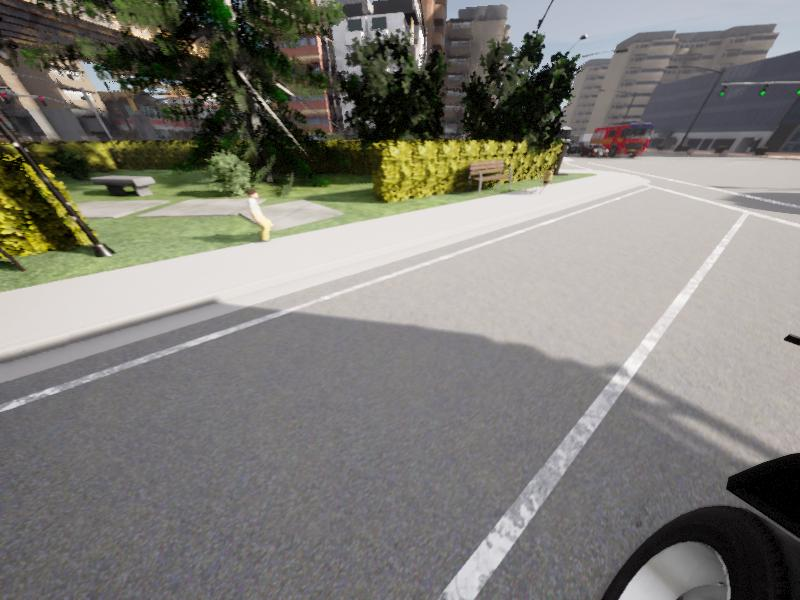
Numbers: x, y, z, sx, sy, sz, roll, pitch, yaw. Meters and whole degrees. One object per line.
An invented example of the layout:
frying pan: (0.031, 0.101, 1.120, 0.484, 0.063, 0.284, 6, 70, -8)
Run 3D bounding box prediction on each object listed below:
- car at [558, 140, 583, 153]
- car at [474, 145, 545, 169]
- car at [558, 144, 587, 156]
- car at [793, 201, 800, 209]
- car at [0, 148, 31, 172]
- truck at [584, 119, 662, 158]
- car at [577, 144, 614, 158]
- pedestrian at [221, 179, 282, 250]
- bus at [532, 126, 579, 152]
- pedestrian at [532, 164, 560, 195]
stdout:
car: (31.859, -28.791, 43.315, 1.905, 1.878, 3.866, 5, 35, 8)
car: (9.216, -12.453, 20.066, 5.027, 1.651, 2.152, 6, 36, 9)
car: (26.744, -23.403, 35.940, 1.994, 1.385, 4.181, 6, 35, 9)
car: (17.611, -4.474, 8.297, 5.566, 2.045, 2.150, -17, 38, -22)
car: (-35.150, -11.220, 18.712, 2.152, 1.651, 5.027, 6, 36, 9)
truck: (29.360, -21.659, 31.235, 2.891, 3.827, 8.468, 6, 35, 8)
car: (25.463, -19.540, 30.251, 1.970, 1.475, 3.806, 6, 35, 9)
pedestrian: (-3.357, -1.978, 5.316, 0.751, 1.300, 0.751, -18, 39, -24)
bus: (33.600, -35.301, 50.730, 3.944, 4.253, 10.273, 3, 35, 5)
pedestrian: (6.241, -5.152, 9.899, 0.500, 1.100, 0.500, -16, 38, -21)
